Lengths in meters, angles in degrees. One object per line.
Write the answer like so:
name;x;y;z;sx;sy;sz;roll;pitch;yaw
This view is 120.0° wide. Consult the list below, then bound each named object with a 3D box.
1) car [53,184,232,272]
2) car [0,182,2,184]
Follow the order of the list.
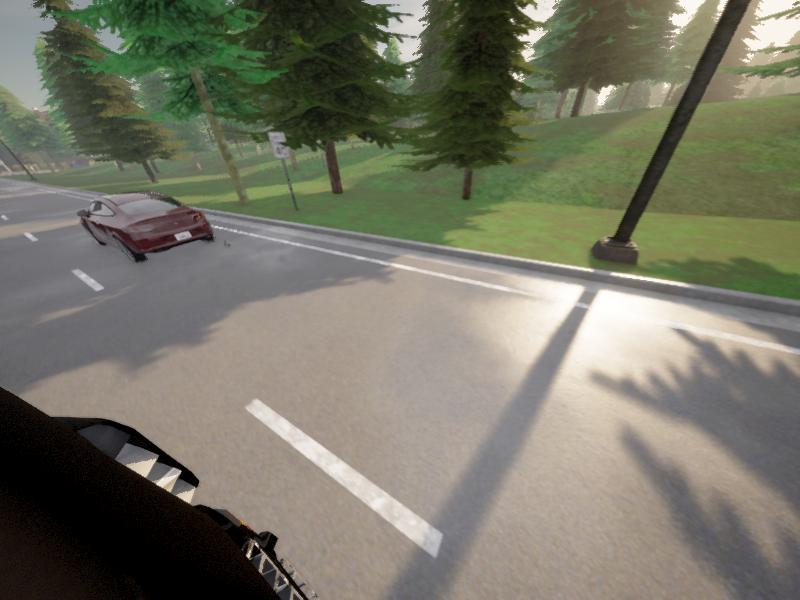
car;-7.296;-2.282;6.556;4.674;1.442;1.812;16;38;26
car;-56.808;-16.567;31.360;5.238;1.638;1.930;16;38;26
